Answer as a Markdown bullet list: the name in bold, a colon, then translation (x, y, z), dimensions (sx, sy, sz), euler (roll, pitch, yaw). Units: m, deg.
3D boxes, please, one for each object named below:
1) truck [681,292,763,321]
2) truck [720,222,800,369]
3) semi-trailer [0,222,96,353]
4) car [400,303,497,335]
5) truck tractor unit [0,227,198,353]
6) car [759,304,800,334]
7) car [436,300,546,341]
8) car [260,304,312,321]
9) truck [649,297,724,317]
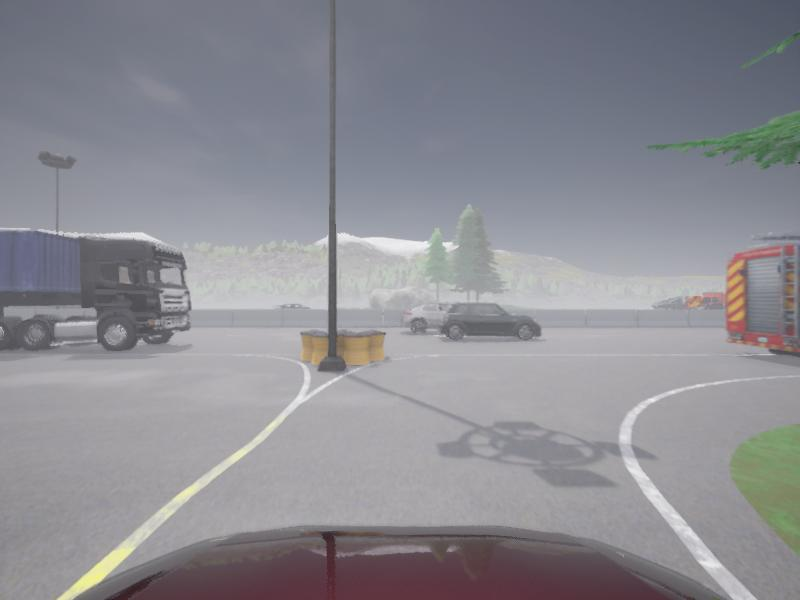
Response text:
- **truck**: translation (28.715, 0.570, 35.826), dimensions (5.204, 2.467, 2.627), euler (0, 0, -1)
- **truck**: translation (14.775, -0.119, 11.608), dimensions (8.468, 3.827, 2.891), euler (0, 0, 4)
- **semi-trailer**: translation (-19.449, -0.420, 14.852), dimensions (14.254, 4.402, 2.717), euler (0, 0, 0)
- **car**: translation (2.505, 0.984, 21.806), dimensions (5.027, 1.651, 2.152), euler (0, 0, 0)
- **truck tractor unit**: translation (-11.532, -0.325, 14.860), dimensions (6.516, 4.208, 3.053), euler (0, 0, 0)
- **car**: translation (22.982, 1.007, 21.734), dimensions (5.366, 1.575, 1.801), euler (0, 0, 0)
- **car**: translation (4.024, 0.897, 18.299), dimensions (4.553, 1.767, 2.097), euler (0, 0, 0)
- **car**: translation (-10.149, 1.063, 35.846), dimensions (4.193, 1.474, 1.816), euler (0, 0, 0)
- **truck**: translation (30.491, 0.757, 42.707), dimensions (6.274, 2.098, 2.390), euler (0, 0, 0)
